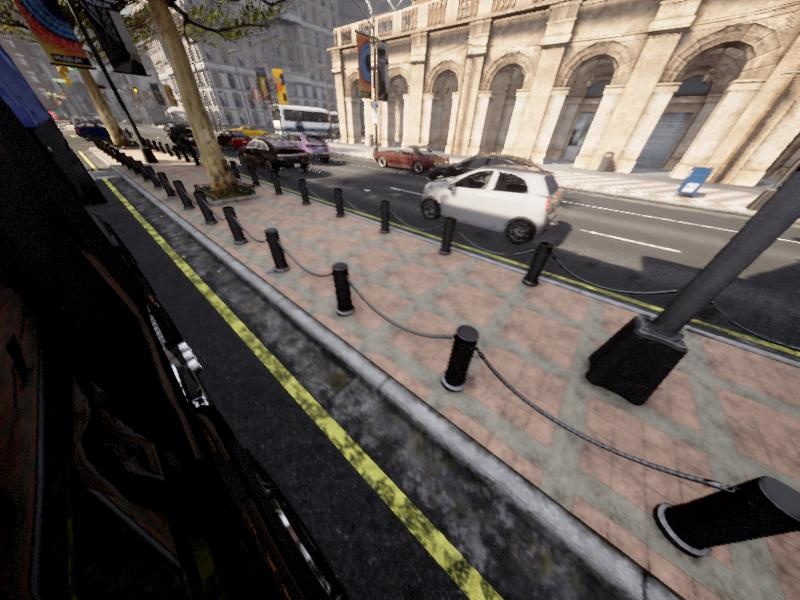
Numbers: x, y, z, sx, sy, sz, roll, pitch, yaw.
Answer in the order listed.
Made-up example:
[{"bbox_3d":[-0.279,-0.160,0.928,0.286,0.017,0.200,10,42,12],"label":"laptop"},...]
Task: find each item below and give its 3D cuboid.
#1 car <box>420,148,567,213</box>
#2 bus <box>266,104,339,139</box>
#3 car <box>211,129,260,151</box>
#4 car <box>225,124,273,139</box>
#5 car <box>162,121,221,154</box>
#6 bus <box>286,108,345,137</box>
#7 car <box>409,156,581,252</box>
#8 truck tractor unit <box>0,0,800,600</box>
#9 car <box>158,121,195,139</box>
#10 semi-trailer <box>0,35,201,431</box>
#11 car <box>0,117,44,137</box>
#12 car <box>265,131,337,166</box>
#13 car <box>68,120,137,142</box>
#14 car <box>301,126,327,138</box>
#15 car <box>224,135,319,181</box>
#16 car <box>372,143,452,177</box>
[{"bbox_3d":[3.390,-4.952,9.208,4.892,1.490,1.837,28,44,30],"label":"car"},{"bbox_3d":[-15.997,-30.054,39.218,3.944,4.253,10.273,28,43,29],"label":"bus"},{"bbox_3d":[-15.093,-14.680,21.165,4.181,1.385,1.994,28,44,30],"label":"car"},{"bbox_3d":[-22.086,-24.763,34.015,1.801,1.575,5.366,30,45,32],"label":"car"},{"bbox_3d":[-16.510,-12.908,18.287,4.605,1.855,1.932,28,44,30],"label":"car"},{"bbox_3d":[-16.747,-35.898,46.971,3.944,4.253,10.273,28,44,30],"label":"bus"},{"bbox_3d":[2.292,-2.817,6.259,3.633,1.501,1.845,28,43,30],"label":"car"},{"bbox_3d":[-2.645,-0.295,0.351,6.516,4.208,3.053,28,44,30],"label":"truck tractor unit"},{"bbox_3d":[-29.325,-22.321,30.264,5.238,1.638,1.930,28,44,30],"label":"car"},{"bbox_3d":[-8.658,-3.630,4.270,14.254,4.402,2.717,29,44,30],"label":"semi-trailer"},{"bbox_3d":[-38.128,-16.718,22.322,1.789,1.549,3.705,28,44,29],"label":"car"},{"bbox_3d":[-6.745,-10.373,15.704,4.856,1.649,2.033,27,43,31],"label":"car"},{"bbox_3d":[-28.980,-16.509,22.608,1.789,1.549,3.705,28,44,29],"label":"car"},{"bbox_3d":[-16.293,-32.012,44.019,1.851,1.617,3.988,28,44,29],"label":"car"},{"bbox_3d":[-6.746,-7.588,12.094,4.902,1.511,2.128,28,44,30],"label":"car"},{"bbox_3d":[0.618,-8.877,14.433,4.718,1.301,1.895,28,44,30],"label":"car"}]
